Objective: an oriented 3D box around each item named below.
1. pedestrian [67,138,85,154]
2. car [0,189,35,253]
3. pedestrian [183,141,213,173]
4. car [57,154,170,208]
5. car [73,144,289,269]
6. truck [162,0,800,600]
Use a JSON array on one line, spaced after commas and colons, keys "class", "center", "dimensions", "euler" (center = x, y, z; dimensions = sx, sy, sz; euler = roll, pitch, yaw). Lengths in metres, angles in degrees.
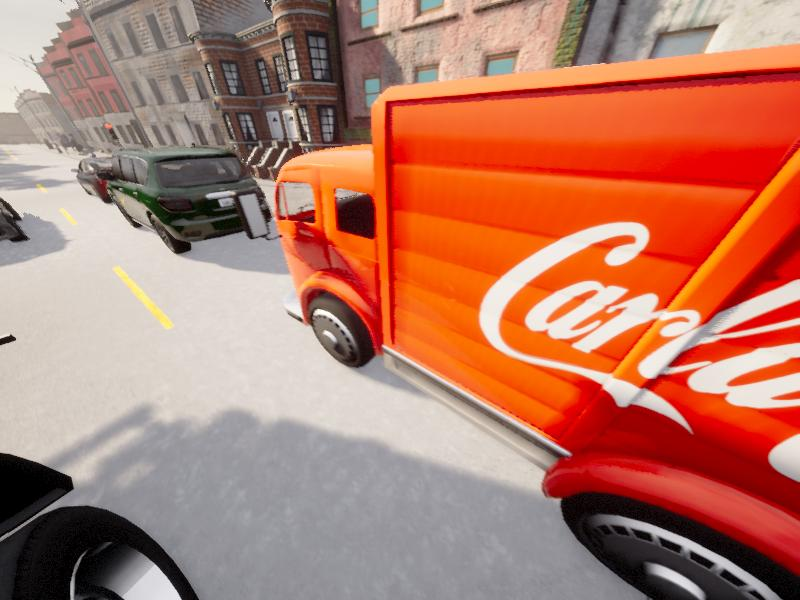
[{"class": "pedestrian", "center": [-47.411, -22.533, 33.775], "dimensions": [0.751, 1.860, 0.751], "euler": [27, 43, 32]}, {"class": "car", "center": [-11.623, -2.263, 5.609], "dimensions": [4.611, 1.667, 2.242], "euler": [22, 41, 28]}, {"class": "pedestrian", "center": [-14.449, -10.252, 16.551], "dimensions": [0.751, 1.860, 0.751], "euler": [16, 38, 21]}, {"class": "car", "center": [-12.616, -5.401, 10.185], "dimensions": [4.514, 1.525, 2.007], "euler": [22, 41, 28]}, {"class": "car", "center": [-5.885, -2.897, 6.222], "dimensions": [5.566, 2.045, 2.150], "euler": [22, 41, 28]}, {"class": "truck", "center": [1.089, -0.233, 2.116], "dimensions": [5.204, 2.467, 2.627], "euler": [22, 41, 28]}]
